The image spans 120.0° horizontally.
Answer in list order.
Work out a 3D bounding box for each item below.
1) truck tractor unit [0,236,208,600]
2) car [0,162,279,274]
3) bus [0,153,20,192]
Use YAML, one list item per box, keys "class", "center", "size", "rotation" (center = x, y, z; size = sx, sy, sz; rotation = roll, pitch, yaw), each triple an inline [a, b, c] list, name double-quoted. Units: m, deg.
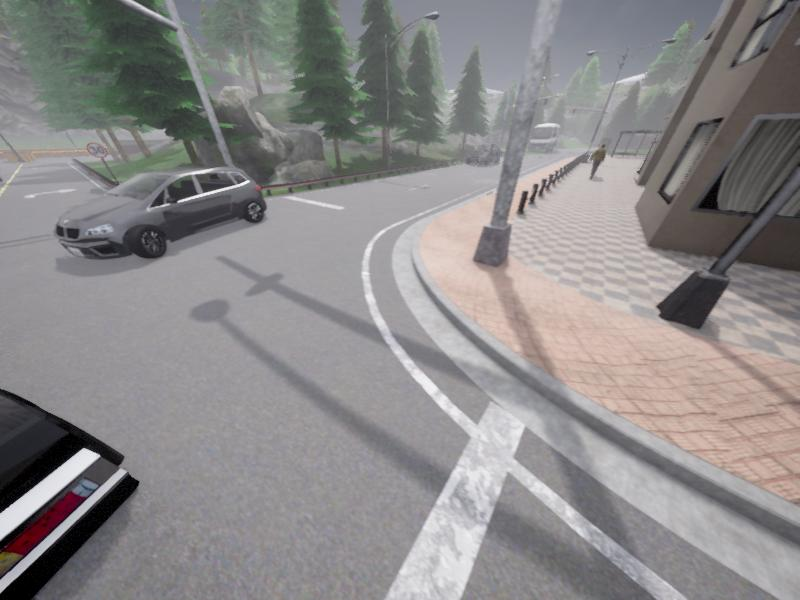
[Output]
- class: "truck tractor unit"
  center: [-5.309, -0.020, 0.383]
  size: [6.516, 4.208, 3.053]
  rotation: [8, 36, 12]
- class: "car"
  center: [-6.220, -2.684, 6.444]
  size: [2.242, 1.667, 4.611]
  rotation: [11, 36, 16]
- class: "bus"
  center: [-26.979, -8.721, 13.047]
  size: [10.273, 4.253, 3.944]
  rotation: [24, 42, 30]
